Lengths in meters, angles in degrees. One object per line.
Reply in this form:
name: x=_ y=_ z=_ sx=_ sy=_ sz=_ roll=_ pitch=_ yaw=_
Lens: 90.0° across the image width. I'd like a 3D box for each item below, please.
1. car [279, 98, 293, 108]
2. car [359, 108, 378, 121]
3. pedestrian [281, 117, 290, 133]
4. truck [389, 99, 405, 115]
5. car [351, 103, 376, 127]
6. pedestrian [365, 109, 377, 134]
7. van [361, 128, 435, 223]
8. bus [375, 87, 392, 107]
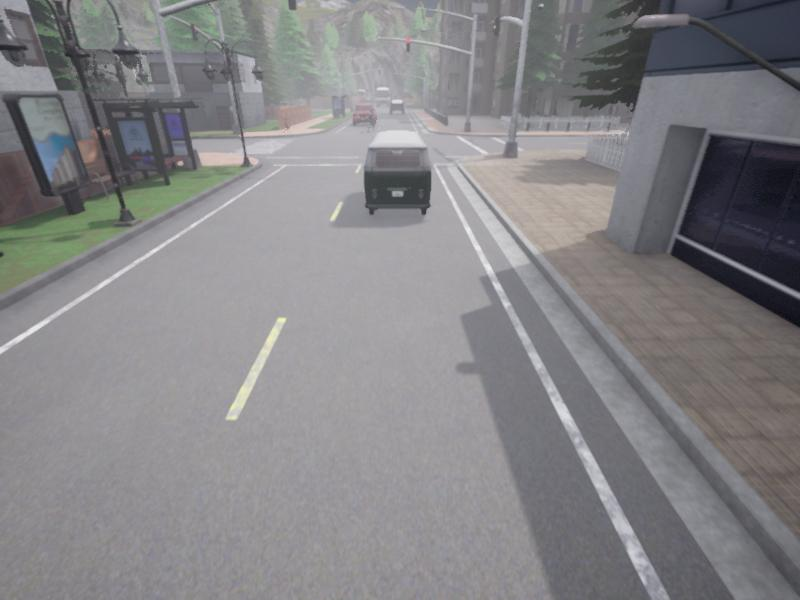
car: x=-25.676 y=-44.597 z=90.482 sx=1.932 sy=1.855 sz=4.605 roll=-1 pitch=27 yaw=-1
car: x=-3.853 y=-23.158 z=49.881 sx=1.994 sy=1.385 sz=4.181 roll=0 pitch=27 yaw=0
pedestrian: x=-9.315 y=-14.264 z=32.588 sx=0.500 sy=1.100 sz=0.500 roll=-3 pitch=27 yaw=-6
truck: x=-0.464 y=-31.159 z=64.558 sx=2.390 sy=2.098 sz=6.274 roll=0 pitch=27 yaw=0
car: x=-3.799 y=-19.787 z=42.622 sx=2.150 sy=2.045 sz=5.566 roll=0 pitch=27 yaw=0
pedestrian: x=-2.405 y=-14.947 z=33.409 sx=0.751 sy=1.860 sz=0.751 roll=4 pitch=28 yaw=7
van: x=-0.073 y=-3.934 z=12.023 sx=1.775 sy=1.987 sz=4.442 roll=0 pitch=27 yaw=0
bus: x=-4.117 y=-51.233 z=101.046 sx=3.944 sy=4.253 sz=10.273 roll=0 pitch=27 yaw=0
